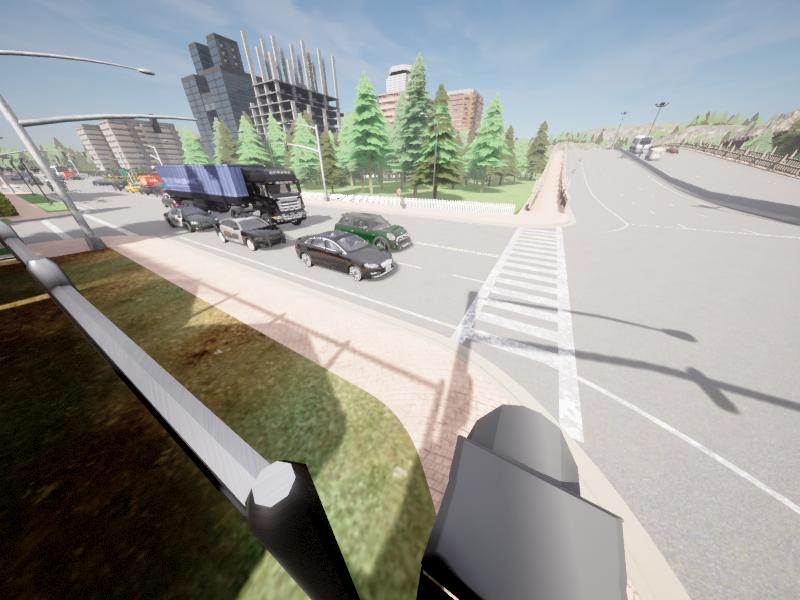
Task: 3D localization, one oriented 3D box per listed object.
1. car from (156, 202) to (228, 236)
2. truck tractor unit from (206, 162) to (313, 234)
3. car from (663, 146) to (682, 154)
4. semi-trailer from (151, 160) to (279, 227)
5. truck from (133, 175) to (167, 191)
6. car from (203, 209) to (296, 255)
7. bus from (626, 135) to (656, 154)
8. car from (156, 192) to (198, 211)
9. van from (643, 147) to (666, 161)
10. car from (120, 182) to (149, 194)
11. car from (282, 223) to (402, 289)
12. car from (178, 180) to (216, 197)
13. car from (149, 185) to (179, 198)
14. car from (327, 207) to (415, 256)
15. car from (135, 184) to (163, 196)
[{"bbox_3d":[-15.322,-6.085,17.015,4.974,1.542,2.038,17,34,27],"label":"car"},{"bbox_3d":[-10.323,-7.770,17.249,6.516,4.208,3.053,17,34,27],"label":"truck tractor unit"},{"bbox_3d":[80.430,-44.317,68.221,2.163,1.488,4.792,16,41,26],"label":"car"},{"bbox_3d":[-17.029,-9.958,20.834,14.254,4.402,2.717,18,34,27],"label":"semi-trailer"},{"bbox_3d":[-49.132,-23.022,45.411,5.204,2.467,2.627,17,34,27],"label":"truck"},{"bbox_3d":[-8.835,-4.141,13.537,5.238,1.638,1.930,17,34,27],"label":"car"},{"bbox_3d":[76.458,-49.684,73.610,3.944,4.253,10.273,16,40,26],"label":"bus"},{"bbox_3d":[-24.623,-10.964,25.541,3.806,1.475,1.970,17,34,28],"label":"car"},{"bbox_3d":[67.040,-38.554,60.974,2.351,2.431,6.366,16,41,26],"label":"van"},{"bbox_3d":[-47.118,-19.966,41.007,5.366,1.575,1.801,17,34,27],"label":"car"},{"bbox_3d":[-2.551,-2.155,10.227,4.902,1.511,2.128,17,34,27],"label":"car"},{"bbox_3d":[-31.949,-17.567,36.387,5.566,2.045,2.150,17,34,27],"label":"car"},{"bbox_3d":[-35.779,-16.477,34.990,3.705,1.549,1.789,17,34,27],"label":"car"},{"bbox_3d":[-1.649,-4.057,13.238,4.553,1.767,2.097,17,34,27],"label":"car"},{"bbox_3d":[-41.167,-18.094,37.870,4.193,1.474,1.816,17,34,27],"label":"car"}]
